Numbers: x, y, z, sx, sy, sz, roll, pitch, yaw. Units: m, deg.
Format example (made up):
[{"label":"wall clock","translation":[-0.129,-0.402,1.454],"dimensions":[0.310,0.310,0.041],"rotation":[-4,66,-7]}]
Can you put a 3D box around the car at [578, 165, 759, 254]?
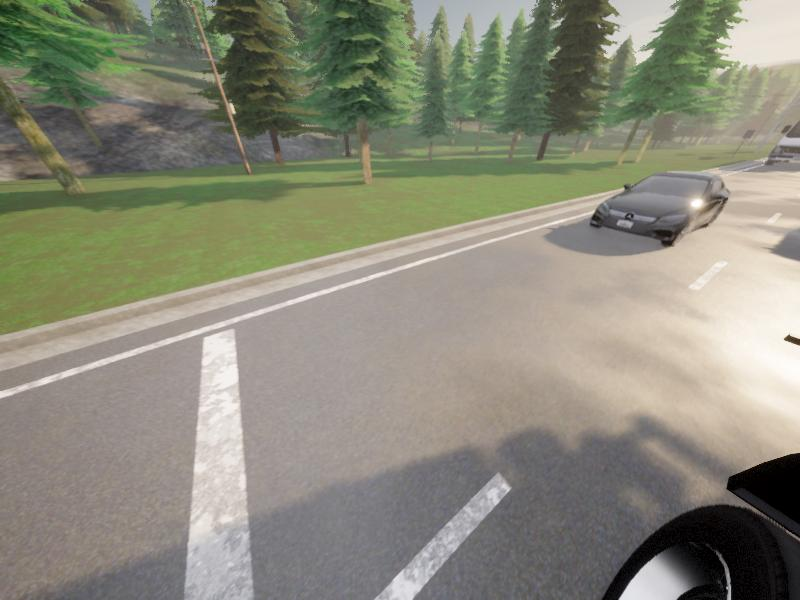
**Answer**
[{"label":"car","translation":[7.571,-2.790,6.542],"dimensions":[4.674,1.442,1.812],"rotation":[-19,39,-25]}]

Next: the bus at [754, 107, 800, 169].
[{"label":"bus","translation":[36.203,-13.905,19.643],"dimensions":[10.273,4.253,3.944],"rotation":[-19,39,-25]}]
